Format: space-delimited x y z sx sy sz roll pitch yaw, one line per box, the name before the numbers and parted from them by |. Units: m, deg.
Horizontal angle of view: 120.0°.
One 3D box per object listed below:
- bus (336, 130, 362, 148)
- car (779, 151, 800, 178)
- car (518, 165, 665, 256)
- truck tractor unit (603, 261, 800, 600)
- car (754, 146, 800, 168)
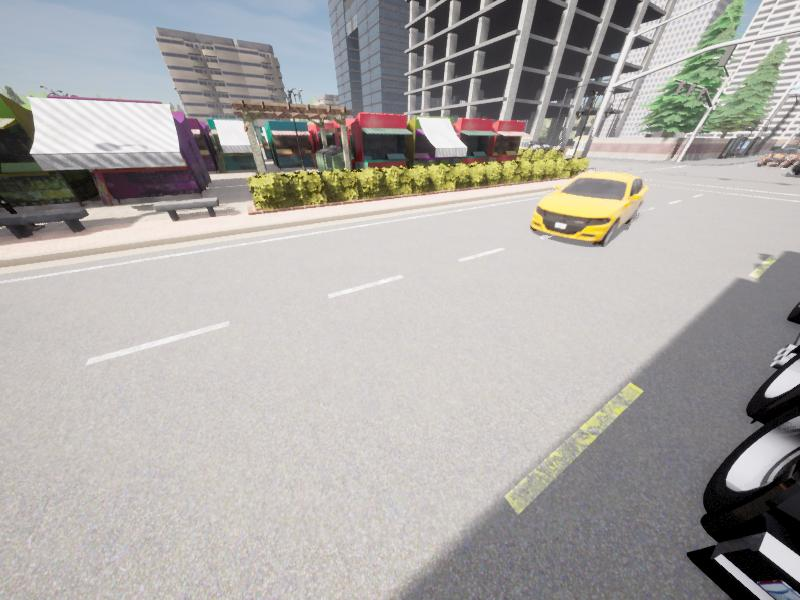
bus | -15.351 -47.955 68.859 3.944 4.253 10.273 -18 39 -24
car | 32.830 -9.849 16.918 5.238 1.638 1.930 5 36 7
car | 5.953 -3.029 7.041 5.008 1.535 1.882 -26 43 -33
truck tractor unit | 5.104 -0.307 0.788 6.516 4.208 3.053 -19 39 -24
car | 41.585 -15.606 25.137 4.553 1.767 2.097 -18 39 -24
